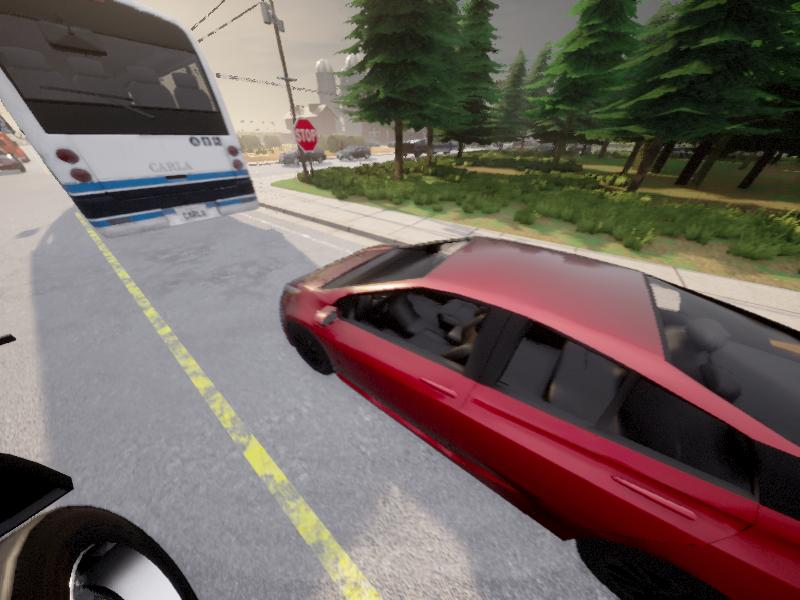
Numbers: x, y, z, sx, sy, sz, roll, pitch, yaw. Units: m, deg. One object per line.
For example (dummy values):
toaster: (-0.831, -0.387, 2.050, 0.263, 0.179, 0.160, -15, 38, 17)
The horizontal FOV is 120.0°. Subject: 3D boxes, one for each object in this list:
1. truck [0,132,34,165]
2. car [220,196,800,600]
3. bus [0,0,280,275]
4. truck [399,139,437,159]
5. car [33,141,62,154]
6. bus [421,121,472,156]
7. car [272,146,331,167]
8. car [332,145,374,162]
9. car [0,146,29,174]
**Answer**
truck: (-39.256, -14.872, 22.618, 5.204, 2.467, 2.627, 24, 42, 28)
car: (0.716, 0.290, 2.185, 4.514, 1.525, 2.007, 23, 41, 29)
bus: (-8.994, -4.906, 7.138, 10.273, 4.253, 3.944, 23, 41, 29)
truck: (2.643, -21.412, 32.603, 2.390, 2.098, 6.274, 21, 40, 27)
car: (-55.000, -23.812, 36.049, 5.366, 1.575, 1.801, 23, 41, 29)
bus: (7.952, -26.931, 38.613, 3.944, 4.253, 10.273, 21, 40, 27)
car: (-9.631, -14.330, 22.966, 2.128, 1.511, 4.902, 21, 40, 27)
car: (-5.526, -17.825, 27.960, 2.128, 1.511, 4.902, 21, 40, 27)
car: (-29.839, -10.426, 17.138, 3.988, 1.617, 1.851, 23, 41, 29)
